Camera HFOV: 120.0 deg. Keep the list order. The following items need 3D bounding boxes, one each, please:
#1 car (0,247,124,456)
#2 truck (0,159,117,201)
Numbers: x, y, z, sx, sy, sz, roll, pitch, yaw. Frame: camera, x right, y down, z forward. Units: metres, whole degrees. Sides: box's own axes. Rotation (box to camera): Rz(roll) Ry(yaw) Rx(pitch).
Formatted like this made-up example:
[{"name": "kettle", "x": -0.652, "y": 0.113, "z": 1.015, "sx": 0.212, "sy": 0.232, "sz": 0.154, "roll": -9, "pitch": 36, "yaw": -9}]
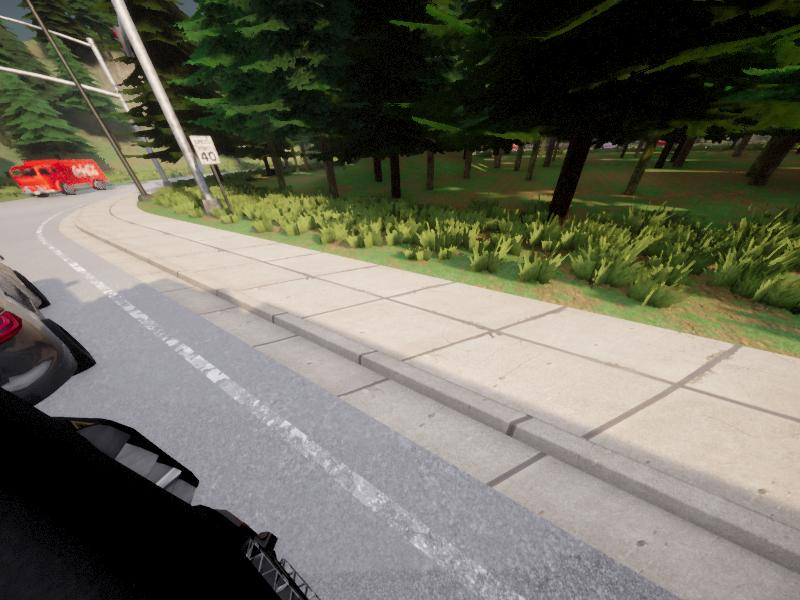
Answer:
[{"name": "car", "x": -5.790, "y": 0.289, "z": 2.440, "sx": 4.611, "sy": 1.667, "sz": 2.242, "roll": 16, "pitch": 38, "yaw": 26}, {"name": "truck", "x": -27.457, "y": -9.927, "z": 18.773, "sx": 2.627, "sy": 2.467, "sz": 5.204, "roll": -9, "pitch": 33, "yaw": -10}]
